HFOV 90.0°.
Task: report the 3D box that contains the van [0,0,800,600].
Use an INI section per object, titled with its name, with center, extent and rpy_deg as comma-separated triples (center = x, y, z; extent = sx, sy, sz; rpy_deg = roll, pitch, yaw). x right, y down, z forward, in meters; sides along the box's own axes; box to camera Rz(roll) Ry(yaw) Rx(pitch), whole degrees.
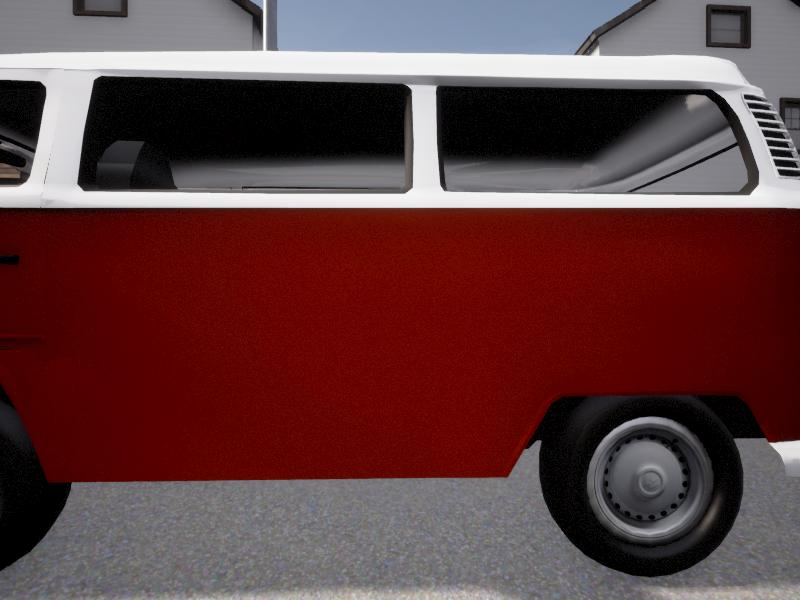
[van]
center = -0.423, -0.028, 2.192
extent = 4.480, 2.038, 2.069
rpy_deg = 0, 0, -2
